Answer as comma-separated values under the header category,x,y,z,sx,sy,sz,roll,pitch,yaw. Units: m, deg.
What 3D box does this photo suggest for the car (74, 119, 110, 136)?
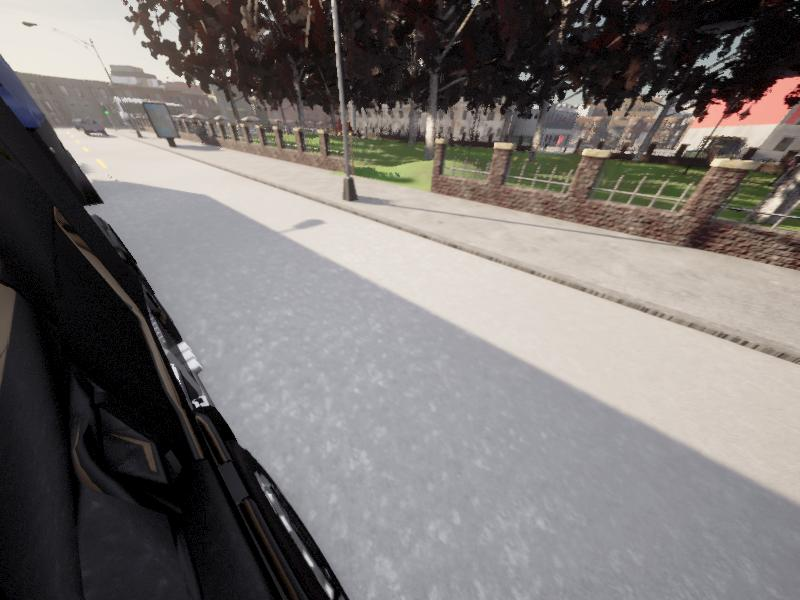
category,x,y,z,sx,sy,sz,roll,pitch,yaw
car,-36.052,-20.195,27.022,3.633,1.501,1.845,28,44,30

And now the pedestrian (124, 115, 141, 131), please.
category,x,y,z,sx,sy,sz,roll,pitch,yaw
pedestrian,-40.424,-26.713,34.937,0.751,1.860,0.751,23,41,25

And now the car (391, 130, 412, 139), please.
category,x,y,z,sx,sy,sz,roll,pitch,yaw
car,0.296,-39.305,54.888,4.902,1.511,2.128,28,44,30

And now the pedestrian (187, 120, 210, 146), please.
category,x,y,z,sx,sy,sz,roll,pitch,yaw
pedestrian,-18.060,-15.005,20.759,0.751,1.860,0.751,28,44,30

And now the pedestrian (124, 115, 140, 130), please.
category,x,y,z,sx,sy,sz,roll,pitch,yaw
pedestrian,-42.386,-27.994,36.521,0.751,1.860,0.751,20,40,22

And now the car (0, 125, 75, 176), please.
category,x,y,z,sx,sy,sz,roll,pitch,yaw
car,-17.096,-6.916,10.514,4.514,1.525,2.007,28,44,30

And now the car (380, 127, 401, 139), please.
category,x,y,z,sx,sy,sz,roll,pitch,yaw
car,-2.300,-37.729,52.298,4.605,1.855,1.932,30,44,29

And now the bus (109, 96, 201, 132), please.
category,x,y,z,sx,sy,sz,roll,pitch,yaw
bus,-44.585,-34.015,42.632,3.944,4.253,10.273,28,42,30

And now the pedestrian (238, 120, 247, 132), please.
category,x,y,z,sx,sy,sz,roll,pitch,yaw
pedestrian,-32.972,-36.408,48.375,0.751,1.860,0.751,21,40,22

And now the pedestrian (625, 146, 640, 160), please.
category,x,y,z,sx,sy,sz,roll,pitch,yaw
pedestrian,27.926,-17.682,27.757,0.751,1.300,0.751,28,44,30

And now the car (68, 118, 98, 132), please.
category,x,y,z,sx,sy,sz,roll,pitch,yaw
car,-45.568,-25.232,33.205,4.674,1.442,1.812,28,43,29

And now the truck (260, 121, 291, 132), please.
category,x,y,z,sx,sy,sz,roll,pitch,yaw
truck,-32.306,-45.100,60.235,2.390,2.098,6.274,28,44,30

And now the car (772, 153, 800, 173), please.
category,x,y,z,sx,sy,sz,roll,pitch,yaw
car,42.032,-13.902,23.620,3.705,1.549,1.789,28,44,30

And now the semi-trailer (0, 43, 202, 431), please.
category,x,y,z,sx,sy,sz,roll,pitch,yaw
semi-trailer,-8.697,-3.609,4.226,14.254,4.402,2.717,28,44,30

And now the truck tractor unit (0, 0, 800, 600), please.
category,x,y,z,sx,sy,sz,roll,pitch,yaw
truck tractor unit,-2.645,-0.295,0.351,6.516,4.208,3.053,28,44,30

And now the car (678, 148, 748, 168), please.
category,x,y,z,sx,sy,sz,roll,pitch,yaw
car,36.530,-16.833,27.204,4.514,1.525,2.007,28,44,30
